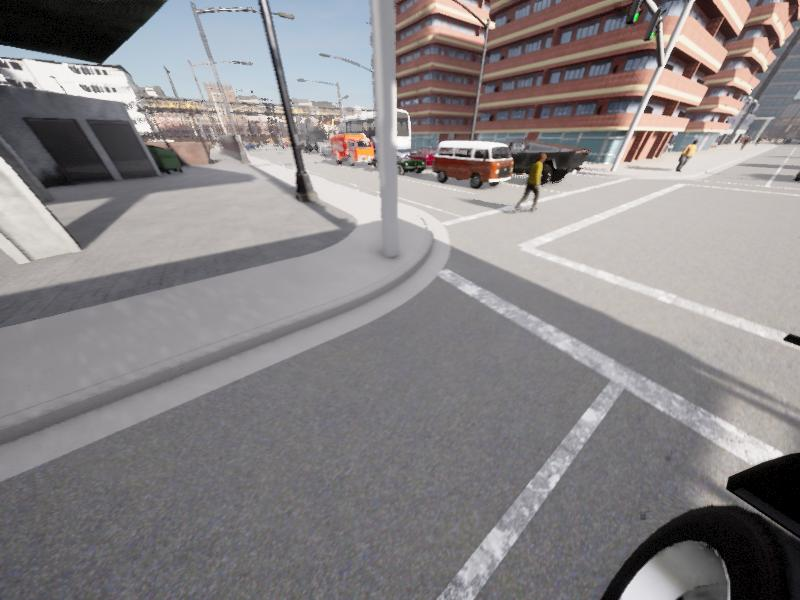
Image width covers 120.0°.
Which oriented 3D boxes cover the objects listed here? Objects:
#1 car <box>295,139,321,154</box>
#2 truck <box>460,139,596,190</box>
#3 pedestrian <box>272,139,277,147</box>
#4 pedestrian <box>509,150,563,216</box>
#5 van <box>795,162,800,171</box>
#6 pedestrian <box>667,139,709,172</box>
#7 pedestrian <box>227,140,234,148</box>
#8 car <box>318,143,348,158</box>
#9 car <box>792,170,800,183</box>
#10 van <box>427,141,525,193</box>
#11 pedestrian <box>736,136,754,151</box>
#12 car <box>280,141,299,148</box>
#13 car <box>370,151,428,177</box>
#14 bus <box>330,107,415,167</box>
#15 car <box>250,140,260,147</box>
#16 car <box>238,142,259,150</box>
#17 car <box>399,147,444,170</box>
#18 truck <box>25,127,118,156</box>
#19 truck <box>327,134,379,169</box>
[{"bbox_3d":[-15.924,-26.634,39.984,2.150,2.045,5.566,-24,41,-29],"label":"car"},{"bbox_3d":[6.998,-8.211,13.646,2.390,2.098,6.274,-26,42,-31],"label":"truck"},{"bbox_3d":[-35.171,-43.852,64.662,0.751,1.860,0.751,-24,42,-30],"label":"pedestrian"},{"bbox_3d":[4.400,-3.839,7.641,0.751,1.860,0.751,-5,35,-6],"label":"pedestrian"},{"bbox_3d":[32.846,-11.095,17.542,4.480,2.038,2.069,-23,41,-27],"label":"van"},{"bbox_3d":[19.290,-9.691,15.535,0.751,1.860,0.751,5,36,8],"label":"pedestrian"},{"bbox_3d":[-44.036,-40.507,60.006,0.751,1.860,0.751,27,43,33],"label":"pedestrian"},{"bbox_3d":[-9.641,-21.460,33.048,2.038,1.542,4.974,-24,41,-29],"label":"car"},{"bbox_3d":[24.673,-7.484,13.094,4.181,1.385,1.994,-22,41,-28],"label":"car"},{"bbox_3d":[3.805,-7.419,12.605,2.069,2.038,4.480,-23,41,-29],"label":"van"},{"bbox_3d":[54.502,-24.696,36.468,0.751,1.860,0.751,-24,41,-29],"label":"pedestrian"},{"bbox_3d":[-29.344,-41.276,61.392,3.806,1.475,1.970,-6,36,-7],"label":"car"},{"bbox_3d":[-0.219,-10.347,17.434,1.895,1.301,4.718,-23,41,-28],"label":"car"},{"bbox_3d":[-3.246,-17.238,24.658,3.944,4.253,10.273,-23,41,-28],"label":"bus"},{"bbox_3d":[-47.550,-51.366,75.732,1.801,1.575,5.366,-23,41,-28],"label":"car"},{"bbox_3d":[-35.523,-36.142,54.196,3.806,1.475,1.970,-21,40,-27],"label":"car"},{"bbox_3d":[1.756,-12.319,20.006,1.845,1.501,3.633,-23,41,-28],"label":"car"},{"bbox_3d":[-57.213,-28.033,40.790,2.891,3.827,8.468,29,44,35],"label":"truck"},{"bbox_3d":[-4.508,-14.221,21.940,2.627,2.467,5.204,-23,41,-28],"label":"truck"}]
